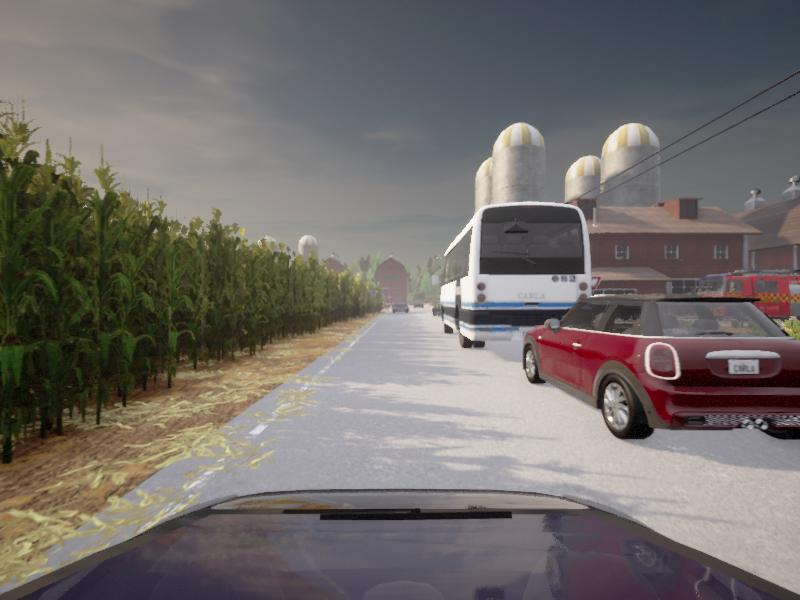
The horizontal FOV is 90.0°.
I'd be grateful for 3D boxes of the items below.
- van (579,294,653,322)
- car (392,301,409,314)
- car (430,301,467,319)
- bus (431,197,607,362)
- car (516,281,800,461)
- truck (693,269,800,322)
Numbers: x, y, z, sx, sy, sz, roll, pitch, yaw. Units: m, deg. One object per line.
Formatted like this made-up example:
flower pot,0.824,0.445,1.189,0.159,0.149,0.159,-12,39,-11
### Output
van,16.352,0.570,30.480,4.480,2.038,2.069,0,0,0
car,0.042,0.868,50.845,2.038,1.542,4.974,0,0,-1
car,4.351,0.872,36.623,1.837,1.490,4.892,-2,0,-12
bus,3.445,-0.520,15.469,3.944,4.253,10.273,0,0,1
car,3.507,0.700,6.202,2.097,1.767,4.553,0,0,0
truck,27.727,-0.323,30.641,8.468,3.827,2.891,0,0,-1
